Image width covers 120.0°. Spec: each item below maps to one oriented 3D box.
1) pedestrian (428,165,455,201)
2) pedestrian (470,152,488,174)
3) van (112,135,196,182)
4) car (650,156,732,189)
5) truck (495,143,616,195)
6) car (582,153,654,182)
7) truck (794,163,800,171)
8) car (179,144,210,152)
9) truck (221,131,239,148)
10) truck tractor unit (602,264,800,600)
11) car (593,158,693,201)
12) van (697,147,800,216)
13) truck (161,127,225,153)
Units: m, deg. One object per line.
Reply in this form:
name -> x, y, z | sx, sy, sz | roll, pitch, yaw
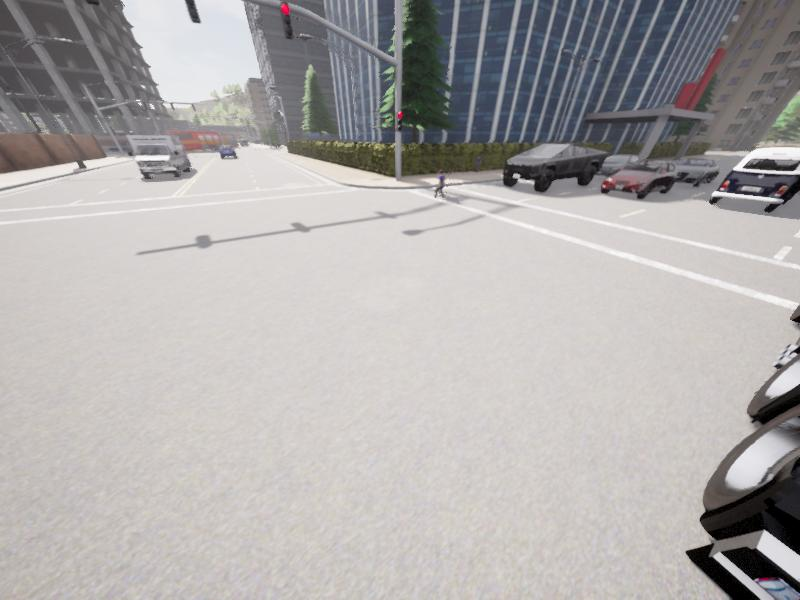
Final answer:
pedestrian -> 1.823, -5.172, 10.235 | 0.751, 1.300, 0.751 | -19, 39, -25
pedestrian -> 5.854, -10.162, 17.118 | 0.751, 1.300, 0.751 | -18, 39, -24
van -> -17.267, -10.470, 16.801 | 2.351, 2.431, 6.366 | -18, 39, -24
car -> 18.094, -8.026, 14.401 | 4.181, 1.385, 1.994 | -19, 39, -25
truck -> 8.732, -7.573, 13.041 | 6.274, 2.098, 2.390 | -18, 39, -24
car -> 15.538, -9.528, 16.469 | 4.674, 1.442, 1.812 | -18, 39, -24
truck -> 40.232, -13.383, 21.310 | 5.204, 2.467, 2.627 | -19, 39, -24
car -> -42.986, -32.018, 48.477 | 4.718, 1.301, 1.895 | -19, 39, -25
truck -> -48.573, -46.020, 66.304 | 2.891, 3.827, 8.468 | -18, 39, -24
truck tractor unit -> 5.106, -0.308, 0.777 | 6.516, 4.208, 3.053 | -19, 39, -24
car -> 12.037, -6.085, 11.478 | 4.193, 1.474, 1.816 | -18, 39, -24
van -> 15.185, -5.036, 9.501 | 4.480, 2.038, 2.069 | -18, 39, -24
truck -> -40.394, -31.602, 45.692 | 8.468, 3.827, 2.891 | -19, 39, -25
